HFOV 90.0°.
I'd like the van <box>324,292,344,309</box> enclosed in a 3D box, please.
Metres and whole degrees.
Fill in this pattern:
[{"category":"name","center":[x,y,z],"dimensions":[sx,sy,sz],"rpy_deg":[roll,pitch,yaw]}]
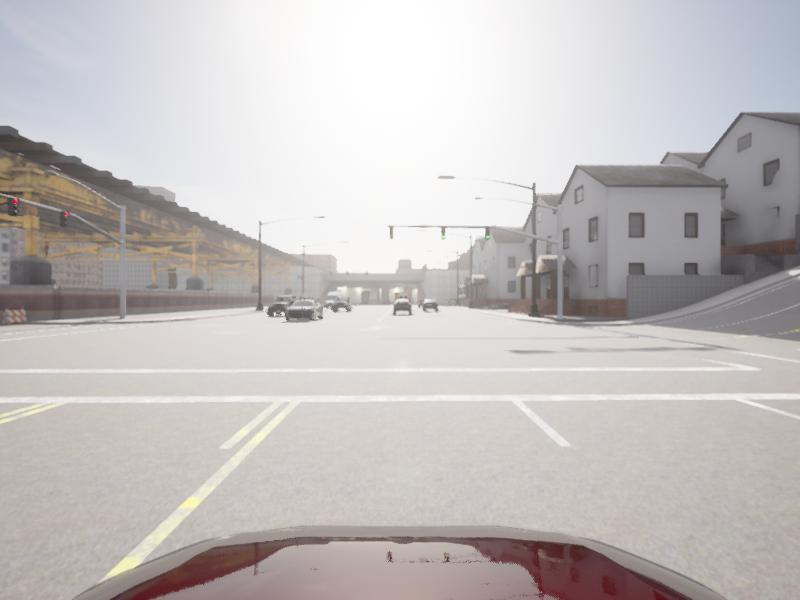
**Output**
[{"category":"van","center":[-10.122,0.075,61.676],"dimensions":[1.988,2.561,5.915],"rpy_deg":[0,0,0]}]

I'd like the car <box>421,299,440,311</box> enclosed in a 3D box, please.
[{"category":"car","center":[3.797,0.632,51.199],"dimensions":[2.128,1.511,4.902],"rpy_deg":[0,0,1]}]

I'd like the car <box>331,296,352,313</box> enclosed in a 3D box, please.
[{"category":"car","center":[-6.713,0.459,46.433],"dimensions":[1.905,1.878,3.866],"rpy_deg":[0,0,0]}]

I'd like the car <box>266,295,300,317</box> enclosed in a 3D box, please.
[{"category":"car","center":[-10.282,0.504,35.515],"dimensions":[1.905,1.878,3.866],"rpy_deg":[0,0,0]}]

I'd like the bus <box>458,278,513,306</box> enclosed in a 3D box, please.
[{"category":"bus","center":[17.750,-1.675,83.830],"dimensions":[10.273,4.253,3.944],"rpy_deg":[-8,0,0]}]

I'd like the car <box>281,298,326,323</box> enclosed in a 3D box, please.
[{"category":"car","center":[-6.820,0.656,28.779],"dimensions":[1.930,1.638,5.238],"rpy_deg":[0,0,0]}]

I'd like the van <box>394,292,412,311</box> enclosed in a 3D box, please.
[{"category":"van","center":[0.409,0.156,55.526],"dimensions":[2.351,2.431,6.366],"rpy_deg":[0,0,0]}]

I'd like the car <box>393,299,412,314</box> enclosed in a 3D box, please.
[{"category":"car","center":[0.262,0.676,41.970],"dimensions":[1.837,1.490,4.892],"rpy_deg":[0,0,0]}]
